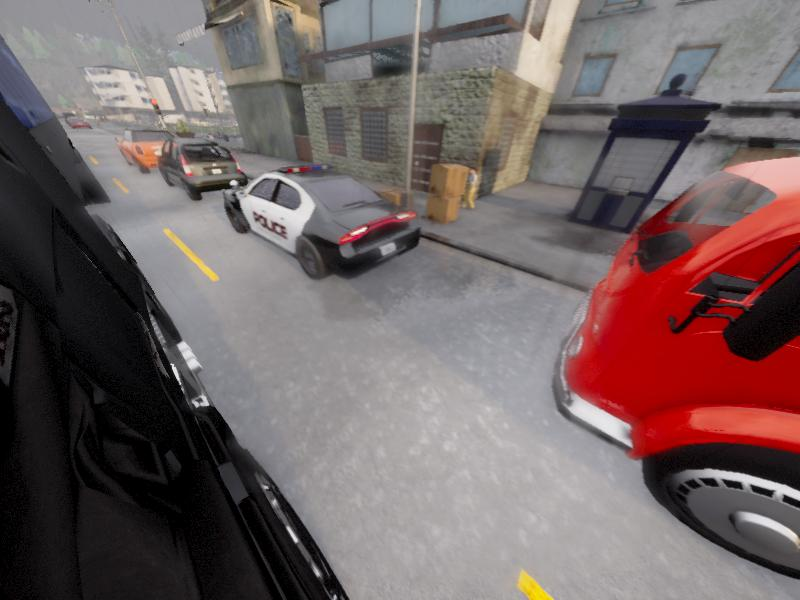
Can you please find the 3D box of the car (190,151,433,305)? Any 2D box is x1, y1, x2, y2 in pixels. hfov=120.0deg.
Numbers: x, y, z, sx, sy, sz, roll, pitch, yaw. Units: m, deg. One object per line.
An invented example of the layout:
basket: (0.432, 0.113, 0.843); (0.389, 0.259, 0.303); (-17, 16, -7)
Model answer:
car: (-2.044, -2.006, 4.904); (4.974, 1.542, 2.038); (28, 44, 30)

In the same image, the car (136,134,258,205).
car: (-7.211, -4.797, 8.229); (3.988, 1.617, 1.851); (28, 44, 30)

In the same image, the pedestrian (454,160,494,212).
pedestrian: (2.224, -3.497, 7.129); (0.751, 1.300, 0.751); (2, 37, -1)

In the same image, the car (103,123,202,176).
car: (-12.249, -7.560, 11.433); (4.553, 1.767, 2.097); (28, 44, 30)

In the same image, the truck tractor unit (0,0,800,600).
truck tractor unit: (-2.645, -0.295, 0.351); (6.516, 4.208, 3.053); (28, 44, 30)

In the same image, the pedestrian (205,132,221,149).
pedestrian: (-15.319, -13.090, 18.958); (0.500, 1.100, 0.500); (10, 37, 9)

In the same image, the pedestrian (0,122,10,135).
pedestrian: (-37.573, -16.326, 21.242); (0.751, 1.860, 0.751); (-20, 42, -27)

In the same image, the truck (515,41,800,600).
truck: (3.877, 0.770, 0.795); (5.204, 2.467, 2.627); (28, 44, 30)

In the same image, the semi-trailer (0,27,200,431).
semi-trailer: (-8.622, -3.661, 4.294); (14.254, 4.402, 2.717); (29, 44, 31)

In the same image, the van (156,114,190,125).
van: (-66.754, -53.197, 68.181); (2.351, 2.431, 6.366); (28, 44, 30)
